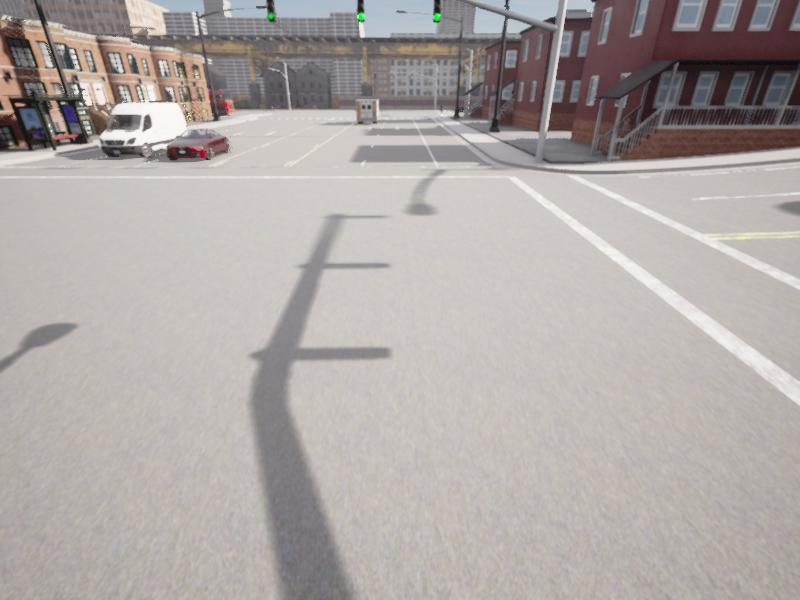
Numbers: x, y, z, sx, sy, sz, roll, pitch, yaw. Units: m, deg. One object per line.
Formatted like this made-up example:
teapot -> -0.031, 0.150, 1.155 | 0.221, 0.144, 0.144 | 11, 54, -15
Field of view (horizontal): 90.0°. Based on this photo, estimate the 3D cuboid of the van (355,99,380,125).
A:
van -> -3.527, -21.109, 44.801 | 2.351, 2.431, 6.366 | 0, 27, 0

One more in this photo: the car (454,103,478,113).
car -> 11.404, -33.278, 69.317 | 3.705, 1.549, 1.789 | 0, 27, 0

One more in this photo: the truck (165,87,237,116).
truck -> -29.393, -29.466, 59.460 | 8.468, 3.827, 2.891 | 0, 27, 0

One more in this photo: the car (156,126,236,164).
car -> -10.473, -8.180, 20.922 | 1.994, 1.385, 4.181 | 0, 27, 0

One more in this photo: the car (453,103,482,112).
car -> 12.204, -34.862, 72.438 | 4.892, 1.490, 1.837 | -1, 27, 0

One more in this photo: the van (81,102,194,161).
van -> -14.059, -9.450, 22.110 | 1.988, 2.561, 5.915 | 0, 27, 1
